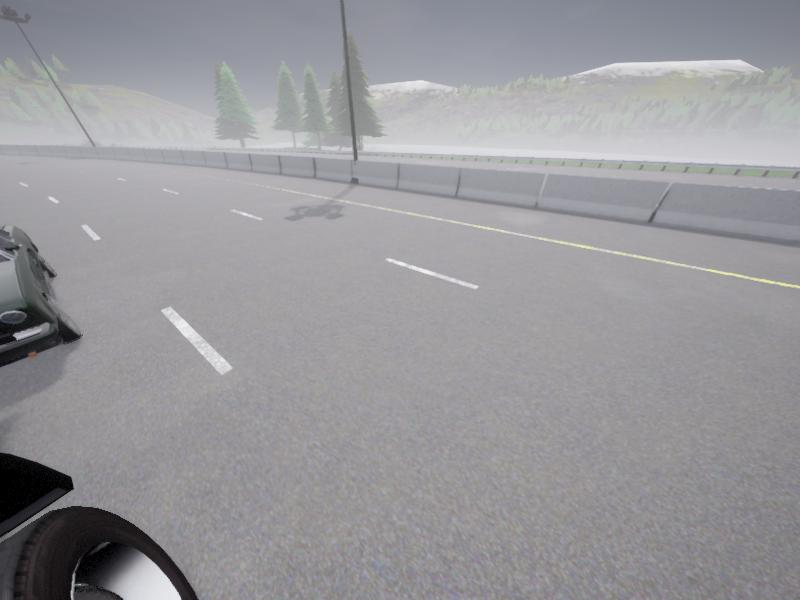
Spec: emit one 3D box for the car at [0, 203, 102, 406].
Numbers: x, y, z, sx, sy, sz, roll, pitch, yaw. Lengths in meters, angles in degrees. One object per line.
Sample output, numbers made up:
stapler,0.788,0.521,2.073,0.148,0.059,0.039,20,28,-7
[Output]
car,-6.146,-0.131,2.941,4.718,1.301,1.895,22,41,28
